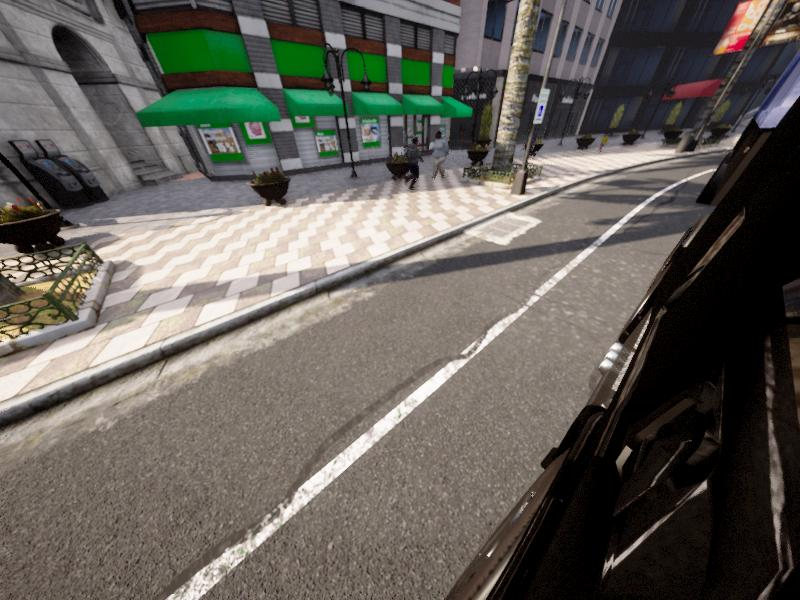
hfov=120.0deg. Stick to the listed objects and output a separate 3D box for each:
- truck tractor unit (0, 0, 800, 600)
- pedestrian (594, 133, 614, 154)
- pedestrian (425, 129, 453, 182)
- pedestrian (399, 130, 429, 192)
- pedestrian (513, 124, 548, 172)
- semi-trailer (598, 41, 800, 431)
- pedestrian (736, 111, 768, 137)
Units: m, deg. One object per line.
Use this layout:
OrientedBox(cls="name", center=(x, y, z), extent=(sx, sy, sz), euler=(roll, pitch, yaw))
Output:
OrientedBox(cls="truck tractor unit", center=(2.645, -0.295, 0.351), extent=(6.516, 4.208, 3.053), euler=(-28, 44, -30))
OrientedBox(cls="pedestrian", center=(13.814, -10.604, 15.657), extent=(0.500, 1.100, 0.500), euler=(-20, 40, -22))
OrientedBox(cls="pedestrian", center=(1.648, -6.182, 9.924), extent=(0.751, 1.860, 0.751), euler=(-28, 44, -30))
OrientedBox(cls="pedestrian", center=(0.534, -5.196, 8.684), extent=(0.751, 1.860, 0.751), euler=(28, 46, 34))
OrientedBox(cls="pedestrian", center=(6.263, -7.358, 11.192), extent=(0.751, 1.860, 0.751), euler=(-4, 37, -1))
OrientedBox(cls="semi-trailer", center=(8.680, -3.625, 4.235), extent=(14.254, 4.402, 2.717), euler=(-28, 44, -30))
OrientedBox(cls="pedestrian", center=(31.983, -15.990, 21.018), extent=(0.751, 1.860, 0.751), euler=(29, 47, 35))
